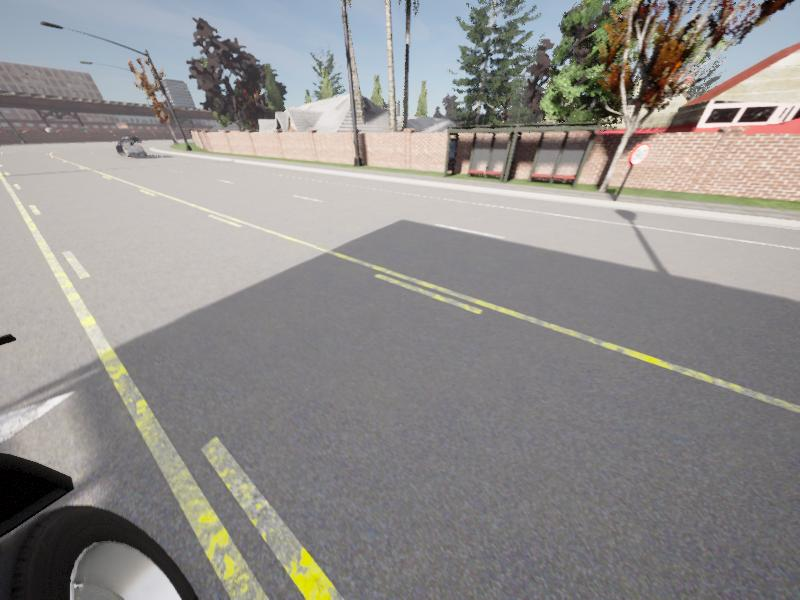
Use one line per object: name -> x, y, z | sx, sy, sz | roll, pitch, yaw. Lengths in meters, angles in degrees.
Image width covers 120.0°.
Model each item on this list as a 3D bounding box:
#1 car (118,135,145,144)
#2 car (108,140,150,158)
car -> -56.859, -34.074, 49.008 | 1.789, 1.549, 3.705 | -8, 37, -11
car -> -29.561, -16.524, 25.246 | 3.633, 1.501, 1.845 | 22, 41, 27
